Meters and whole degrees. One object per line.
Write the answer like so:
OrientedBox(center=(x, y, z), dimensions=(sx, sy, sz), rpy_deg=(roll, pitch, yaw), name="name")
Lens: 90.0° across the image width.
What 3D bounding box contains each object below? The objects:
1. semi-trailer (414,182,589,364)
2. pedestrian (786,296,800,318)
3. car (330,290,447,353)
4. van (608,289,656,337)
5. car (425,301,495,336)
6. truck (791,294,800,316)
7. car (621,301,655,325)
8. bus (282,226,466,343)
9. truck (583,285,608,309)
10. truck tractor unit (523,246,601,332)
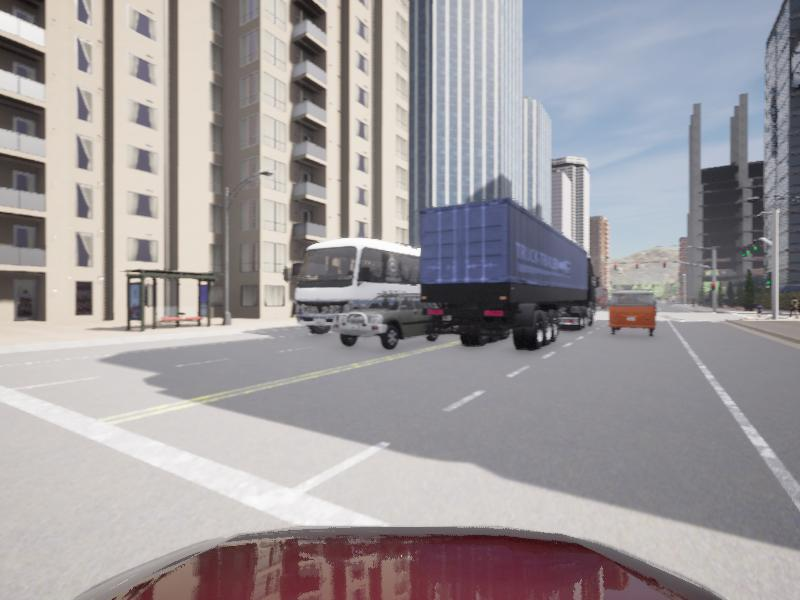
OrientedBox(center=(5.348, -0.653, 16.442), dimensions=(2.717, 4.402, 14.254), rpy_deg=(0, 0, 32), name="semi-trailer")
OrientedBox(center=(32.675, 0.583, 33.193), dimensions=(0.751, 1.860, 0.751), rpy_deg=(0, 0, 23), name="pedestrian")
OrientedBox(center=(-0.205, 0.616, 14.215), dimensions=(1.932, 1.855, 4.605), rpy_deg=(0, 0, 32), name="car")
OrientedBox(center=(11.147, 0.558, 19.115), dimensions=(1.775, 1.987, 4.442), rpy_deg=(0, 0, 32), name="van")
OrientedBox(center=(3.002, 0.806, 19.308), dimensions=(1.970, 1.475, 3.806), rpy_deg=(0, 0, 32), name="car")
OrientedBox(center=(41.623, 0.484, 37.838), dimensions=(6.274, 2.098, 2.390), rpy_deg=(0, 0, 33), name="truck")
OrientedBox(center=(15.895, 0.816, 26.662), dimensions=(1.812, 1.442, 4.674), rpy_deg=(0, 0, 32), name="car")
OrientedBox(center=(-0.530, -0.587, 20.038), dimensions=(3.944, 4.253, 10.273), rpy_deg=(0, 0, 32), name="bus")
OrientedBox(center=(32.202, -0.467, 65.748), dimensions=(2.891, 3.827, 8.468), rpy_deg=(0, 0, 32), name="truck")
OrientedBox(center=(9.554, -0.574, 23.142), dimensions=(3.053, 4.208, 6.516), rpy_deg=(0, 1, 32), name="truck tractor unit")
